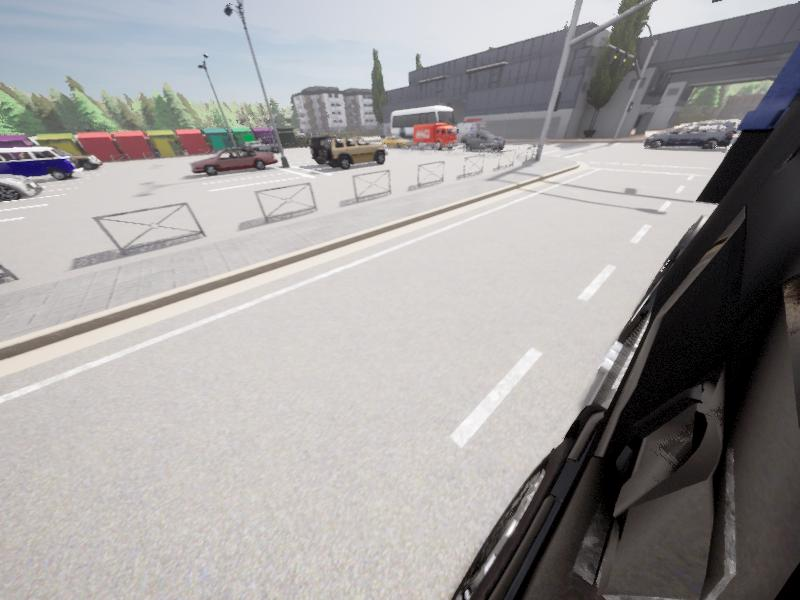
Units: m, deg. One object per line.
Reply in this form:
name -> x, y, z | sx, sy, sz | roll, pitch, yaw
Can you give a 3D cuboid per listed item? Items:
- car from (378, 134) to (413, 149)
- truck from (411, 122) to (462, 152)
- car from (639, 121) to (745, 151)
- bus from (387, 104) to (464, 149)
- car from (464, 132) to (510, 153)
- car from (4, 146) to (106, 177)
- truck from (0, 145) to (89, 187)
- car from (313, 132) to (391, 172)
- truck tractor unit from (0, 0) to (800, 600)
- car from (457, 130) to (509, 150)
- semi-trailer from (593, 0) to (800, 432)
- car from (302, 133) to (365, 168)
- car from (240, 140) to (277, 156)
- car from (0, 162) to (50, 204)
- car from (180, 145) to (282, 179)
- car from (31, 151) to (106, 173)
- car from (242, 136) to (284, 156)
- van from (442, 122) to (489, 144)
car -> -0.611, -21.697, 31.630 | 1.801, 1.575, 5.366 | -27, 43, -29
truck -> 4.034, -18.745, 26.593 | 2.627, 2.467, 5.204 | -27, 43, -29
car -> 22.130, -12.579, 17.740 | 2.242, 1.667, 4.611 | -29, 44, -30
bus -> 3.055, -23.573, 31.668 | 3.944, 4.253, 10.273 | -27, 43, -29
car -> 8.356, -15.372, 22.548 | 1.845, 1.501, 3.633 | -28, 43, -30
car -> -30.961, -12.721, 21.065 | 4.605, 1.855, 1.932 | -28, 43, -30
truck -> -25.622, -9.250, 15.871 | 4.478, 2.038, 2.069 | -28, 43, -30
car -> -3.094, -10.108, 15.671 | 4.605, 1.855, 1.932 | -28, 43, -30
truck tractor unit -> 2.645, -0.295, 0.351 | 6.516, 4.208, 3.053 | -28, 44, -30
car -> 9.190, -18.097, 26.085 | 2.152, 1.651, 5.027 | -28, 43, -30
semi-trailer -> 9.014, -3.365, 3.895 | 14.254, 4.402, 2.717 | -24, 41, -26
car -> -4.919, -11.386, 17.520 | 3.866, 1.878, 1.905 | -28, 43, -30
car -> -19.451, -20.968, 31.809 | 3.806, 1.475, 1.970 | -28, 43, -30
car -> -19.986, -5.222, 10.630 | 3.806, 1.475, 1.970 | -28, 43, -30
car -> -11.577, -9.743, 16.146 | 5.357, 1.415, 2.033 | -28, 43, -30
car -> -32.771, -13.837, 23.044 | 3.905, 1.438, 1.784 | -28, 43, -30
car -> -17.602, -19.897, 29.840 | 3.866, 1.878, 1.905 | -28, 43, -30
van -> 9.589, -24.782, 34.389 | 2.351, 2.431, 6.366 | -27, 43, -29
